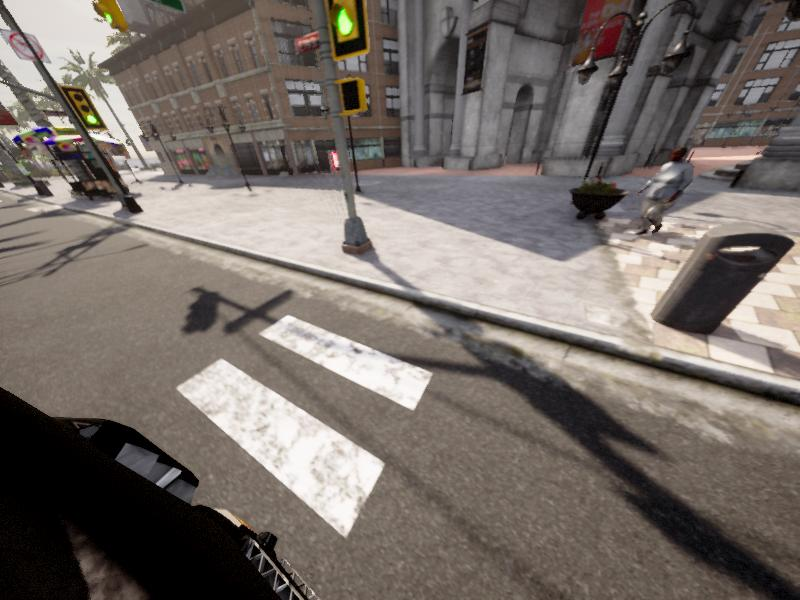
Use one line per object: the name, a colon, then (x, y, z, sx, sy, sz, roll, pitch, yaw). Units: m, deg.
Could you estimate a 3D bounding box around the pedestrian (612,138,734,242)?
pedestrian: (5.679, -2.320, 4.982, 0.751, 1.860, 0.751, -8, 34, -7)
